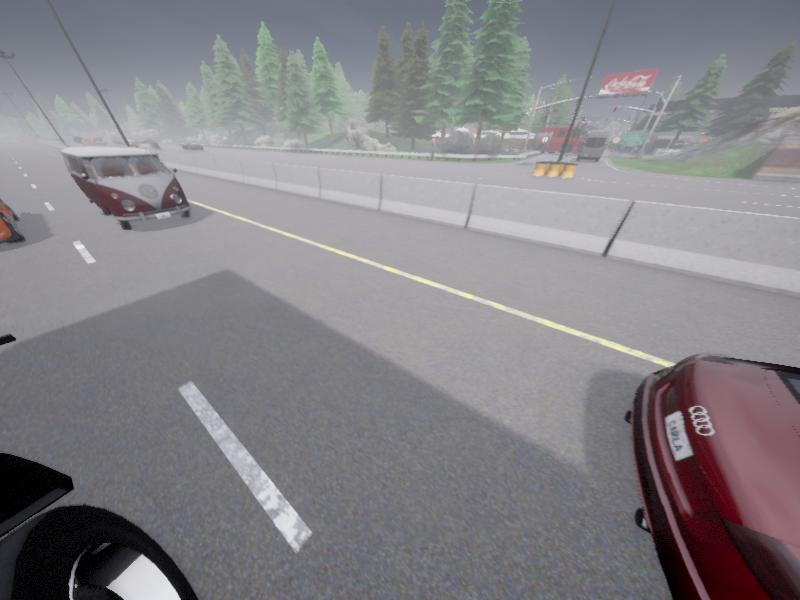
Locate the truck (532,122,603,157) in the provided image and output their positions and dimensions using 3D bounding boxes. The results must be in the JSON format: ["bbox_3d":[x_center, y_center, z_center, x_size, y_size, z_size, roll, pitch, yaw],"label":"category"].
[{"bbox_3d":[24.894,-24.482,35.232,2.891,3.827,8.468,-5,35,-11],"label":"truck"}]

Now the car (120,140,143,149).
[{"bbox_3d":[-56.886,-32.985,48.927,3.806,1.475,1.970,22,41,28],"label":"car"}]

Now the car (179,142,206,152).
[{"bbox_3d":[-37.006,-27.290,41.121,4.718,1.301,1.895,22,41,28],"label":"car"}]

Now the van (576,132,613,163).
[{"bbox_3d":[20.889,-16.511,24.949,1.988,2.561,5.915,22,41,28],"label":"van"}]

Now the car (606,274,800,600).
[{"bbox_3d":[3.475,1.537,0.570,4.181,1.385,1.994,22,41,28],"label":"car"}]

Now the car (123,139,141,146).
[{"bbox_3d":[-68.516,-40.208,59.011,4.674,1.442,1.812,22,41,28],"label":"car"}]

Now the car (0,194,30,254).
[{"bbox_3d":[-11.401,-2.250,5.433,4.553,1.767,2.097,22,41,28],"label":"car"}]

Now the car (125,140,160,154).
[{"bbox_3d":[-39.646,-23.572,35.545,5.027,1.651,2.152,22,41,28],"label":"car"}]

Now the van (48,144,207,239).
[{"bbox_3d":[-8.459,-3.590,7.195,4.442,1.987,1.775,22,41,28],"label":"van"}]
